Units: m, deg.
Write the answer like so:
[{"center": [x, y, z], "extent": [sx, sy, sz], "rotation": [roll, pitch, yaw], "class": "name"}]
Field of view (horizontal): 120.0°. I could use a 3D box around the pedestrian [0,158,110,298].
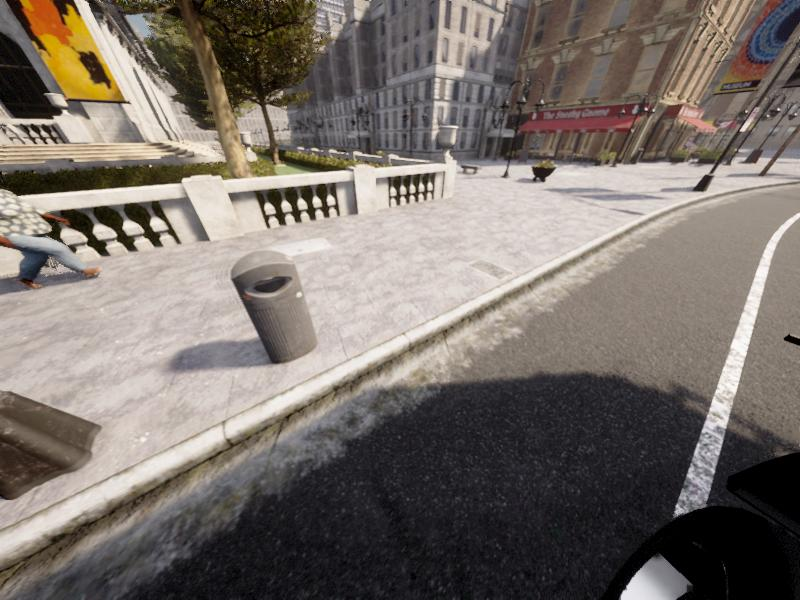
[{"center": [-5.883, -1.085, 3.597], "extent": [0.751, 1.860, 0.751], "rotation": [-16, 38, -21], "class": "pedestrian"}]
